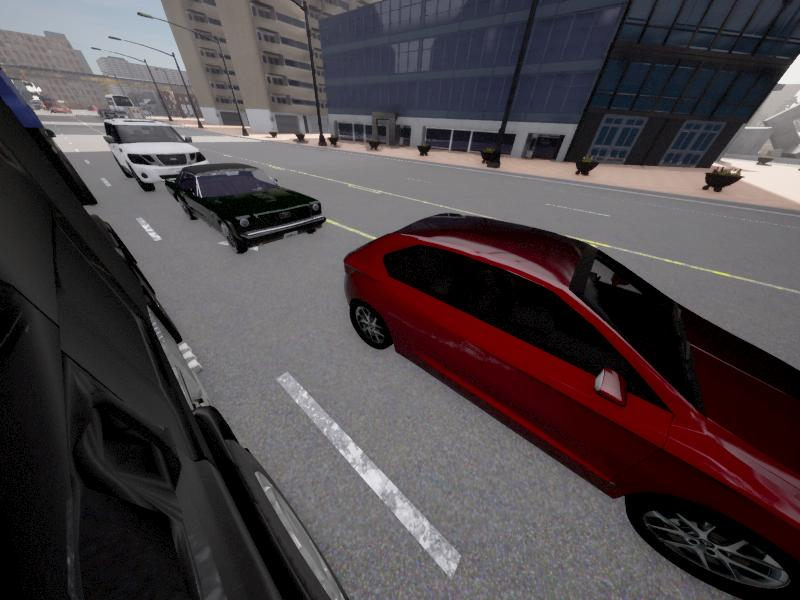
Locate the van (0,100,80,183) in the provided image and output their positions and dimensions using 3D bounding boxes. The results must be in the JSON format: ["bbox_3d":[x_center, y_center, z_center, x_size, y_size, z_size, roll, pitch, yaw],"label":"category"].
[{"bbox_3d":[-16.570,-6.881,9.790,6.366,2.431,2.351,28,44,30],"label":"van"}]

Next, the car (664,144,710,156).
[{"bbox_3d":[53.680,-28.184,43.389,2.033,1.411,5.357,0,37,-5],"label":"car"}]

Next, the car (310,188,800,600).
[{"bbox_3d":[1.278,0.188,2.245,4.193,1.474,1.816,28,44,30],"label":"car"}]

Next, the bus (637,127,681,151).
[{"bbox_3d":[62.370,-38.768,55.610,10.273,4.253,3.944,-22,44,-30],"label":"bus"}]

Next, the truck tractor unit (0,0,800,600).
[{"bbox_3d":[-2.645,-0.295,0.351,6.516,4.208,3.053,28,44,30],"label":"truck tractor unit"}]

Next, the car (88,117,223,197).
[{"bbox_3d":[-9.755,-5.873,9.176,5.566,2.045,2.150,28,44,30],"label":"car"}]

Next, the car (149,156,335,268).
[{"bbox_3d":[-3.915,-2.478,5.627,4.718,1.301,1.895,28,44,30],"label":"car"}]

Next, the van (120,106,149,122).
[{"bbox_3d":[-57.663,-40.371,50.135,6.366,2.431,2.351,29,44,28],"label":"van"}]

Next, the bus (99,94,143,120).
[{"bbox_3d":[-66.093,-45.761,54.696,10.273,4.253,3.944,29,44,29],"label":"bus"}]

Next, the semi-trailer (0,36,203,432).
[{"bbox_3d":[-8.754,-3.566,4.172,14.254,4.402,2.717,27,43,29],"label":"semi-trailer"}]

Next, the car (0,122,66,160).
[{"bbox_3d":[-22.276,-9.523,13.725,4.902,1.511,2.128,28,44,30],"label":"car"}]
